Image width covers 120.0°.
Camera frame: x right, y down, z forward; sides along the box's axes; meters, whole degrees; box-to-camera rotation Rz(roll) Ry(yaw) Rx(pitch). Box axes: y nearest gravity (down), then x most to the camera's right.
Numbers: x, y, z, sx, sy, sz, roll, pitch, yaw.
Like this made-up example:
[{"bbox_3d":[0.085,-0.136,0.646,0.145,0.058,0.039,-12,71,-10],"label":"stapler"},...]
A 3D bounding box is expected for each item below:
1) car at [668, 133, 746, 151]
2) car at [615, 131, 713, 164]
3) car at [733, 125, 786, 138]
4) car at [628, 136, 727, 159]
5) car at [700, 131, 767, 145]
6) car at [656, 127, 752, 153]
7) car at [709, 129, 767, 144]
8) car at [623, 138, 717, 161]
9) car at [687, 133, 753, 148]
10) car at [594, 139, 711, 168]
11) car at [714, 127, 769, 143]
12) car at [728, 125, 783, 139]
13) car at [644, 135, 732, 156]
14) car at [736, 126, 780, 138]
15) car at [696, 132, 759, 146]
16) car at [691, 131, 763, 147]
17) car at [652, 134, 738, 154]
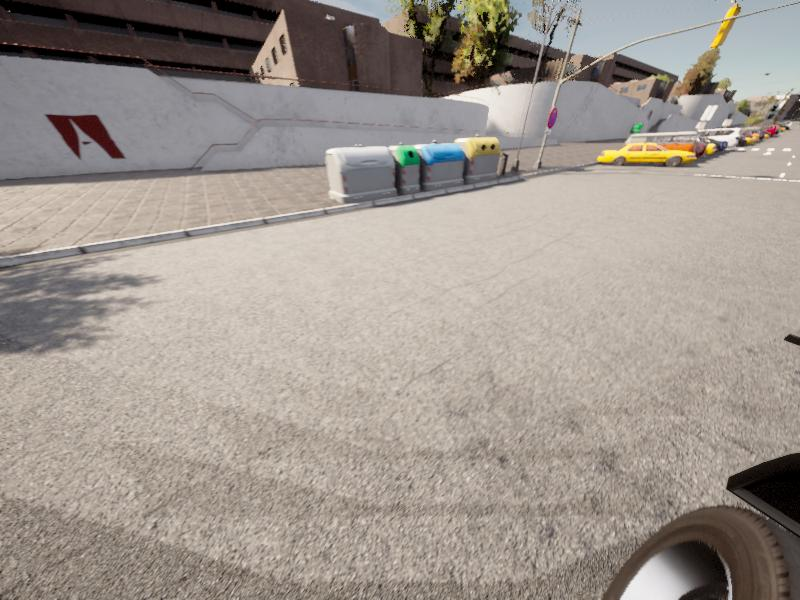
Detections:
[{"bbox_3d":[34.785,-18.044,26.487,4.892,1.521,2.231,20,40,29],"label":"car"},{"bbox_3d":[20.232,-11.927,18.138,4.442,1.987,1.878,20,40,29],"label":"car"},{"bbox_3d":[78.755,-37.041,50.802,5.566,2.045,2.435,20,41,29],"label":"car"},{"bbox_3d":[24.871,-13.926,21.124,5.366,1.575,1.946,20,41,29],"label":"car"},{"bbox_3d":[49.586,-24.188,34.586,5.366,1.575,1.946,20,40,29],"label":"car"},{"bbox_3d":[32.310,-17.213,24.983,5.566,2.045,2.435,20,41,29],"label":"car"},{"bbox_3d":[54.336,-26.398,37.327,4.553,1.767,2.185,20,41,29],"label":"car"},{"bbox_3d":[22.559,-12.805,19.708,4.792,1.488,2.163,20,41,29],"label":"car"},{"bbox_3d":[42.111,-21.113,30.590,4.674,1.452,2.002,20,41,29],"label":"car"},{"bbox_3d":[17.856,-10.677,16.874,5.366,1.575,1.946,20,40,29],"label":"car"},{"bbox_3d":[56.856,-27.496,38.602,4.442,1.987,1.878,20,40,29],"label":"car"},{"bbox_3d":[73.820,-34.921,48.134,5.566,2.045,2.435,20,41,29],"label":"car"},{"bbox_3d":[27.468,-14.909,22.391,4.892,1.521,2.231,20,41,29],"label":"car"},{"bbox_3d":[76.388,-35.927,49.428,4.442,1.987,1.878,20,41,29],"label":"car"},{"bbox_3d":[46.966,-23.194,33.336,4.792,1.488,2.163,20,41,29],"label":"car"},{"bbox_3d":[44.702,-22.128,31.847,5.366,1.575,1.946,20,40,29],"label":"car"},{"bbox_3d":[29.904,-15.961,23.760,5.008,1.535,2.097,20,40,29],"label":"car"}]
